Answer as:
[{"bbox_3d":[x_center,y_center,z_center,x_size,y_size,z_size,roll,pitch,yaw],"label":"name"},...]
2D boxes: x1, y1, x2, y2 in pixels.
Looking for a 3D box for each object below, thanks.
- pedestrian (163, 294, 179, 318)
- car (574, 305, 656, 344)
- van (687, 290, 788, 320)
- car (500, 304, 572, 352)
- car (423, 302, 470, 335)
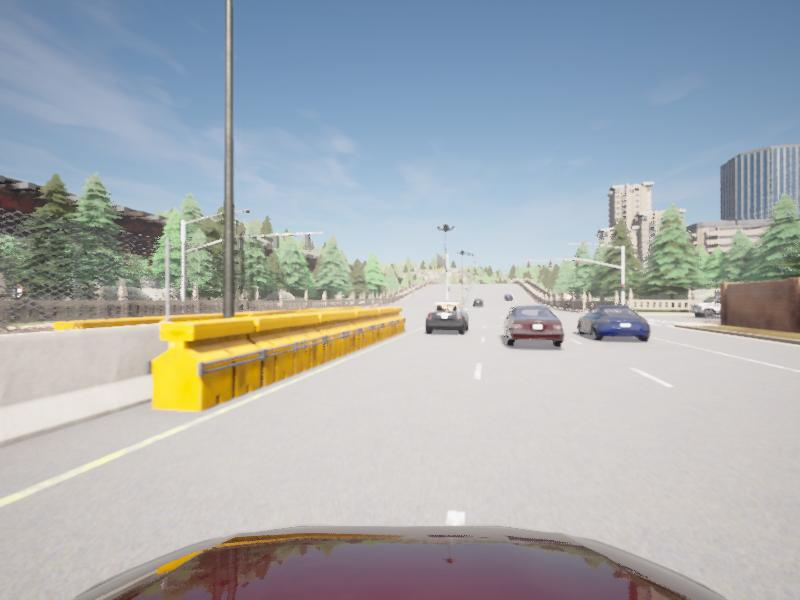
[{"bbox_3d":[-18.125,0.497,31.697,0.751,1.860,0.751,0,0,14],"label":"pedestrian"},{"bbox_3d":[8.887,0.914,16.972,1.994,1.385,4.181,0,0,13],"label":"car"},{"bbox_3d":[29.122,0.391,34.780,6.366,2.431,2.351,0,0,12],"label":"van"},{"bbox_3d":[4.911,0.900,15.190,2.033,1.411,5.357,0,0,12],"label":"car"},{"bbox_3d":[2.423,0.861,20.156,1.970,1.475,3.806,0,0,13],"label":"car"}]
